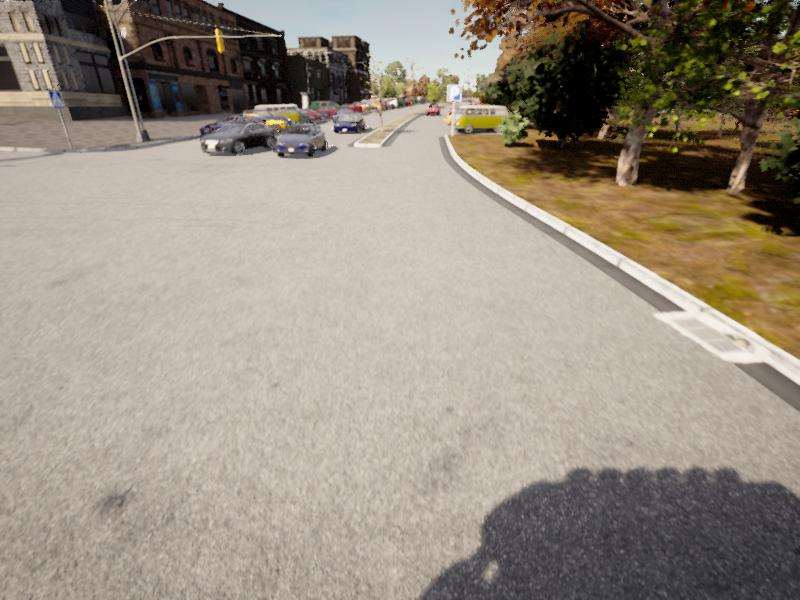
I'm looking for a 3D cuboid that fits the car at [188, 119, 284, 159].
[{"bbox_3d":[-8.490,-8.728,21.394,2.128,1.511,4.902,8,28,13],"label":"car"}]

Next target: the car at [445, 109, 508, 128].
[{"bbox_3d":[7.146,-17.091,37.633,5.366,1.575,1.946,-6,28,-13],"label":"car"}]

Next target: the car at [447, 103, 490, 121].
[{"bbox_3d":[8.174,-22.573,48.003,4.553,1.767,2.185,-6,28,-12],"label":"car"}]

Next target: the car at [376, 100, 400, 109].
[{"bbox_3d":[-2.705,-44.369,90.765,5.008,1.535,2.097,-6,27,-8],"label":"car"}]

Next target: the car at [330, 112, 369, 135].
[{"bbox_3d":[-4.049,-14.549,32.817,2.163,1.488,4.792,2,27,4],"label":"car"}]

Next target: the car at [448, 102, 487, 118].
[{"bbox_3d":[8.959,-25.268,53.235,4.553,1.767,2.185,-5,28,-11],"label":"car"}]

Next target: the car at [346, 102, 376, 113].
[{"bbox_3d":[-6.807,-33.500,69.663,4.892,1.521,2.231,-6,28,-9],"label":"car"}]

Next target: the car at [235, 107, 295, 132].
[{"bbox_3d":[-11.708,-15.788,34.952,4.553,1.767,2.185,-8,28,-13],"label":"car"}]

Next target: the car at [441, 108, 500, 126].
[{"bbox_3d":[7.073,-18.399,40.166,5.366,1.575,1.946,-6,28,-13],"label":"car"}]

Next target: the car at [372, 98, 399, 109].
[{"bbox_3d":[-3.256,-43.232,88.011,5.566,2.045,2.435,-6,28,-8],"label":"car"}]

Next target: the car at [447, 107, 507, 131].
[{"bbox_3d":[6.668,-15.827,34.906,4.553,1.767,2.185,-6,28,-13],"label":"car"}]

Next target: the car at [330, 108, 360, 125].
[{"bbox_3d":[-5.926,-20.139,43.796,2.033,1.411,5.357,3,27,5],"label":"car"}]

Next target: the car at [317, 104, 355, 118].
[{"bbox_3d":[-9.049,-26.667,56.380,5.008,1.535,2.097,-7,27,-11],"label":"car"}]

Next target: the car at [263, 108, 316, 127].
[{"bbox_3d":[-11.132,-18.430,40.367,4.892,1.521,2.231,-8,28,-13],"label":"car"}]

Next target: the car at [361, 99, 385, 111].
[{"bbox_3d":[-5.203,-37.799,77.512,4.442,1.987,1.878,-6,27,-9],"label":"car"}]

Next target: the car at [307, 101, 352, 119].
[{"bbox_3d":[-9.413,-25.525,53.609,5.566,2.045,2.435,-7,27,-11],"label":"car"}]

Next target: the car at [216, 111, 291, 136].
[{"bbox_3d":[-11.744,-14.331,32.380,5.366,1.575,1.946,-8,28,-14],"label":"car"}]

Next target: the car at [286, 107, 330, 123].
[{"bbox_3d":[-10.504,-21.144,45.729,4.674,1.452,2.002,-7,27,-12],"label":"car"}]

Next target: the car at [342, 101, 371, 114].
[{"bbox_3d":[-7.275,-32.248,66.952,4.553,1.767,2.185,-6,28,-10],"label":"car"}]

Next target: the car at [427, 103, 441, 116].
[{"bbox_3d":[5.067,-28.444,59.638,1.851,1.617,3.988,3,28,7],"label":"car"}]

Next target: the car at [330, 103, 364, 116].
[{"bbox_3d":[-8.201,-29.402,61.696,5.008,1.535,2.097,-6,28,-10],"label":"car"}]

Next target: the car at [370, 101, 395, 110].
[{"bbox_3d":[-3.753,-41.658,85.504,5.008,1.535,2.097,-6,27,-8],"label":"car"}]

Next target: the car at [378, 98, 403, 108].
[{"bbox_3d":[-2.209,-45.942,93.271,5.566,2.045,2.435,-6,28,-8],"label":"car"}]

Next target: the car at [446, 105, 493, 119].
[{"bbox_3d":[8.737,-23.831,50.717,5.366,1.575,1.946,-5,28,-12],"label":"car"}]

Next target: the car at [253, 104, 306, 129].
[{"bbox_3d":[-11.302,-17.273,37.617,4.442,1.987,1.878,-8,28,-13],"label":"car"}]

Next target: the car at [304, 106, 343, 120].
[{"bbox_3d":[-9.805,-23.887,51.062,4.674,1.452,2.002,-7,28,-11],"label":"car"}]

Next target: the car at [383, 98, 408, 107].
[{"bbox_3d":[-1.107,-48.663,98.551,5.566,2.045,2.435,-6,27,-8],"label":"car"}]

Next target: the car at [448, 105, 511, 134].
[{"bbox_3d":[6.343,-14.554,32.214,4.442,1.987,1.878,-7,28,-14],"label":"car"}]

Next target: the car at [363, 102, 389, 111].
[{"bbox_3d":[-4.824,-38.913,80.239,4.792,1.488,2.163,-6,28,-9],"label":"car"}]

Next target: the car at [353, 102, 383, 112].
[{"bbox_3d":[-6.007,-36.207,74.919,5.366,1.575,1.946,-6,28,-9],"label":"car"}]

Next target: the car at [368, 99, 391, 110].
[{"bbox_3d":[-4.164,-40.516,82.788,4.442,1.987,1.878,-6,27,-8],"label":"car"}]

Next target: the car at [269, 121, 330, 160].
[{"bbox_3d":[-5.001,-8.250,20.547,1.816,1.474,4.193,2,27,3],"label":"car"}]

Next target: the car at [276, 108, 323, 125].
[{"bbox_3d":[-10.817,-19.768,43.054,4.674,1.452,2.002,-8,28,-12],"label":"car"}]

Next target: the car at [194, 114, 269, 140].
[{"bbox_3d":[-12.331,-12.920,29.728,4.792,1.488,2.163,-8,28,-14],"label":"car"}]

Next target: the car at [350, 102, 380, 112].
[{"bbox_3d":[-6.337,-34.866,72.314,5.008,1.535,2.097,-6,27,-9],"label":"car"}]
